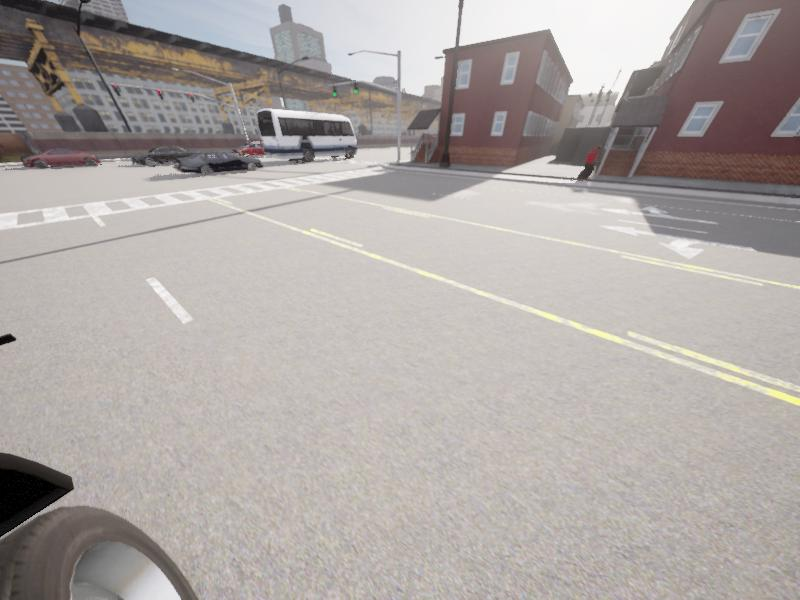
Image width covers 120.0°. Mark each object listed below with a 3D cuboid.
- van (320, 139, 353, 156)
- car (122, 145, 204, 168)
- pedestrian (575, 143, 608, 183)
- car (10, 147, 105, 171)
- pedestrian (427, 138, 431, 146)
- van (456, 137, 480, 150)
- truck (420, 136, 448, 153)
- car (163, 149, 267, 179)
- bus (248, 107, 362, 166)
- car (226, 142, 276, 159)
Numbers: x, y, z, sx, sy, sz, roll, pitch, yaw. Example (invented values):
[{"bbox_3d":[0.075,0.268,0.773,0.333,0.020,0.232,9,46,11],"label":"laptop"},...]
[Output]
[{"bbox_3d":[-9.399,-23.025,34.771,1.775,1.987,4.442,24,41,29],"label":"van"},{"bbox_3d":[-21.737,-13.412,21.446,1.837,1.490,4.892,24,41,29],"label":"car"},{"bbox_3d":[10.795,-7.736,13.061,0.751,1.860,0.751,22,41,28],"label":"pedestrian"},{"bbox_3d":[-28.188,-11.798,19.206,1.994,1.385,4.181,24,41,29],"label":"car"},{"bbox_3d":[8.521,-46.070,67.435,0.751,1.860,0.751,23,41,28],"label":"pedestrian"},{"bbox_3d":[15.400,-35.407,52.181,2.351,2.431,6.366,24,41,29],"label":"van"},{"bbox_3d":[6.275,-28.466,42.208,2.627,2.467,5.204,24,41,29],"label":"truck"},{"bbox_3d":[-13.002,-9.960,16.712,2.033,1.411,5.357,24,41,29],"label":"car"},{"bbox_3d":[-9.311,-17.414,24.844,3.944,4.253,10.273,24,41,29],"label":"bus"},{"bbox_3d":[-18.774,-19.100,29.392,2.242,1.667,4.611,24,41,29],"label":"car"}]
